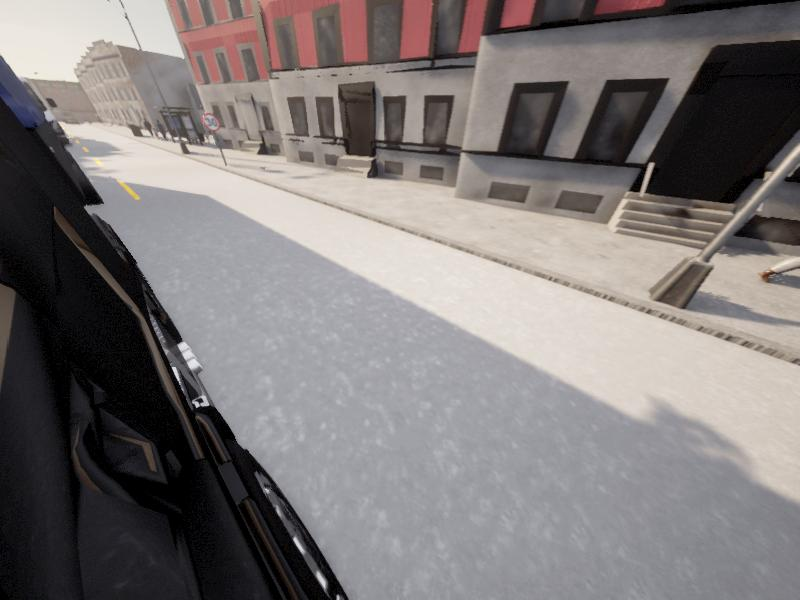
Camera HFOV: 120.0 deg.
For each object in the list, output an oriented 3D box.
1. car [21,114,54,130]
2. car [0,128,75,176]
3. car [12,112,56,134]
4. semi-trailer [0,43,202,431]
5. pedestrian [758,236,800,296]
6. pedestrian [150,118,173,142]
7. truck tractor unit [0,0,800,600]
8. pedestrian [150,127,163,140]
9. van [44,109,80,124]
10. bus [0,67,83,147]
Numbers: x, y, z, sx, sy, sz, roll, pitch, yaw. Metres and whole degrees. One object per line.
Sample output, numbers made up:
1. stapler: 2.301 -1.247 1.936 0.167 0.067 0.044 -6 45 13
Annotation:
1. car: -52.662 -25.949 33.598 5.238 1.638 1.930 28 44 30
2. car: -17.596 -7.118 10.883 5.357 1.411 2.033 28 44 30
3. car: -41.458 -20.071 26.252 3.866 1.878 1.905 28 44 30
4. semi-trailer: -8.698 -3.604 4.229 14.254 4.402 2.717 28 44 30
5. pedestrian: 7.205 -0.958 3.621 0.751 1.860 0.751 29 44 31
6. pedestrian: -23.236 -16.586 22.559 0.751 1.860 0.751 -19 42 -26
7. truck tractor unit: -2.645 -0.295 0.351 6.516 4.208 3.053 28 44 30
8. pedestrian: -25.267 -17.251 23.953 0.500 1.100 0.500 -24 44 -31
9. van: -81.202 -44.018 55.495 5.915 2.561 1.988 12 38 13
10. bus: -30.200 -15.114 18.388 10.273 4.253 3.944 27 43 30
